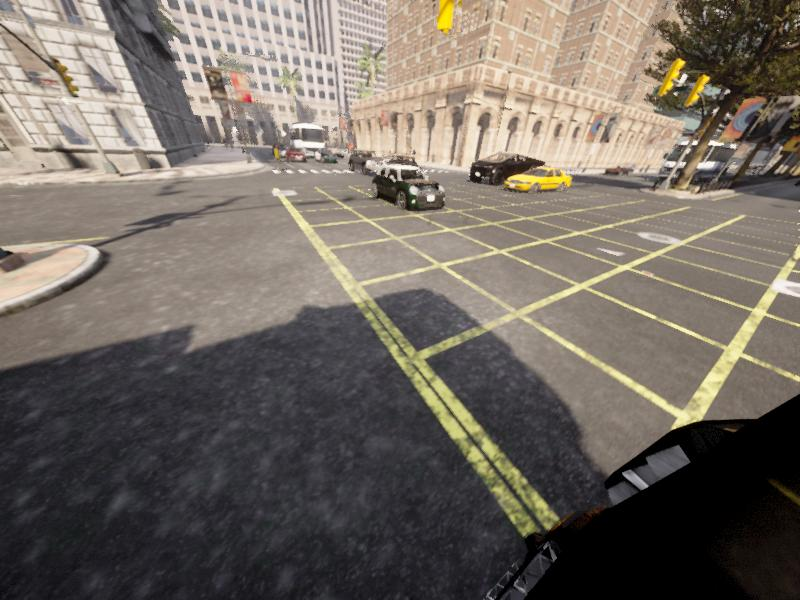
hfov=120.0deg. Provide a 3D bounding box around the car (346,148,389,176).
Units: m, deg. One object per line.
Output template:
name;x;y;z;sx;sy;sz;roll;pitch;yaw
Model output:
car;-2.961;-12.215;20.359;1.932;1.855;4.605;-16;38;-26

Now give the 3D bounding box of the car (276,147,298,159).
car;-16.496;-21.389;33.606;1.895;1.301;4.718;-16;38;-26

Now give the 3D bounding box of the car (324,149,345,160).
car;-10.437;-23.122;36.676;1.895;1.301;4.718;-16;38;-26

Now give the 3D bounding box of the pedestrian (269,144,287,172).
pedestrian;-9.787;-11.431;18.623;0.751;1.860;0.751;-21;40;-31

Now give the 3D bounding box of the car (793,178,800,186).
car;55.498;-16.107;31.077;3.806;1.475;1.970;-16;38;-26

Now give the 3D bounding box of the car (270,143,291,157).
car;-19.993;-25.049;38.492;2.242;1.667;4.611;-16;38;-26

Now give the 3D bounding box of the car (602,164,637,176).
car;31.505;-18.613;33.139;4.718;1.301;1.895;-16;38;-26

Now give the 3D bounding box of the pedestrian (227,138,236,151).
pedestrian;-31.202;-28.791;42.753;0.751;1.860;0.751;-22;41;-32

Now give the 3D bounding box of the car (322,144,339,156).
car;-14.455;-31.239;48.101;2.097;1.767;4.553;-16;38;-26

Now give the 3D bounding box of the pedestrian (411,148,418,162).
pedestrian;2.318;-23.677;37.666;0.751;1.860;0.751;-16;38;-26

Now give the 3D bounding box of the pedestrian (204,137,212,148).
pedestrian;-41.173;-33.830;49.548;0.751;1.860;0.751;-11;36;-20

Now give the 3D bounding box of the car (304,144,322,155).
car;-17.619;-30.396;46.746;2.152;1.651;5.027;-16;38;-26

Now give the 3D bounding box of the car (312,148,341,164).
car;-9.472;-18.433;29.500;2.038;1.542;4.974;-16;38;-26

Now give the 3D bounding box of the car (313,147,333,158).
car;-13.998;-26.719;41.712;2.033;1.411;5.357;-16;38;-26

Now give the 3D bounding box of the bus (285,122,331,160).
bus;-14.465;-24.662;36.010;3.944;4.253;10.273;-16;38;-26

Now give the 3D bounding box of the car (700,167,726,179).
car;51.840;-21.180;38.360;1.845;1.501;3.633;30;42;34

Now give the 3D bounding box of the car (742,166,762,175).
car;88.750;-32.807;58.356;4.605;1.855;1.932;-23;41;-34

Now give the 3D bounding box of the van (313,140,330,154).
van;-18.044;-35.120;52.977;1.988;2.561;5.915;-16;38;-26

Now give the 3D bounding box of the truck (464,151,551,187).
truck;8.368;-10.216;18.033;6.274;2.098;2.390;-16;38;-26

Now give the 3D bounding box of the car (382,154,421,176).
car;0.009;-12.802;21.829;1.816;1.474;4.193;-14;37;-24

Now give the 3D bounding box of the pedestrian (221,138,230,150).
pedestrian;-32.678;-29.217;43.280;0.751;1.860;0.751;-17;38;-27

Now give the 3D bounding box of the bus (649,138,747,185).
bus;36.113;-16.737;28.017;10.273;4.253;3.944;-16;38;-26

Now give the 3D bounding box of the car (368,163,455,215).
car;0.275;-5.053;10.215;1.970;1.475;3.806;-16;38;-26

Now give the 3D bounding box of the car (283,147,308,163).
car;-13.027;-18.054;28.735;1.812;1.442;4.674;-16;38;-26

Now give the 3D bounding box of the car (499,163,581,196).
car;9.274;-8.020;15.270;5.366;1.575;1.801;-16;38;-26

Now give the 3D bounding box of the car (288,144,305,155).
car;-19.853;-28.736;44.167;2.007;1.525;4.514;-16;38;-26
